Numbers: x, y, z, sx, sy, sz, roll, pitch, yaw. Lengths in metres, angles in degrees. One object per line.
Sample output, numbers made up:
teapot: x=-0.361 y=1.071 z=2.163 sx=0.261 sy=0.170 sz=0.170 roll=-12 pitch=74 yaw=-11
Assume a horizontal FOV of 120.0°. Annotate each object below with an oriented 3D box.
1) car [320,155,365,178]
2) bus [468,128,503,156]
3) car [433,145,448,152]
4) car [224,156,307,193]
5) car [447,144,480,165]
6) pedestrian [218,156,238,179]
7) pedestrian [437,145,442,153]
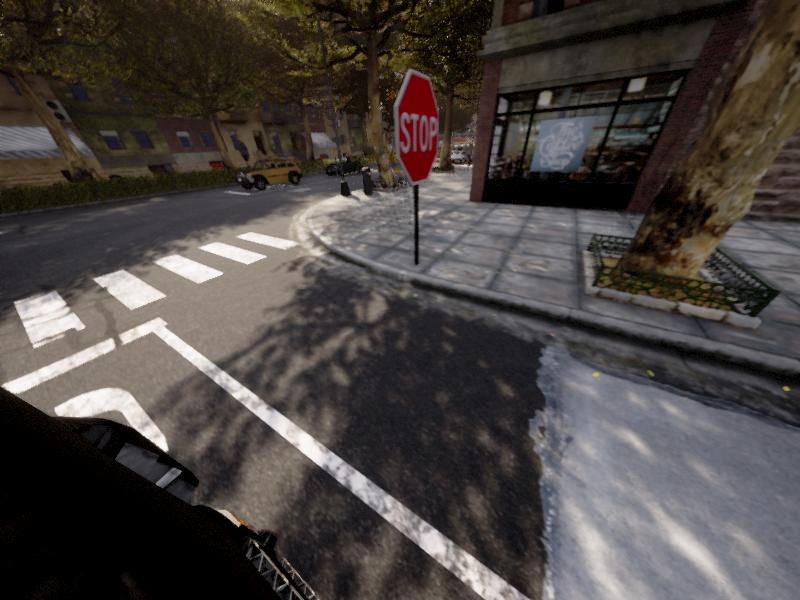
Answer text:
car: x=-5.455 y=-13.060 z=22.517 sx=1.851 sy=1.617 sz=3.988 roll=17 pitch=38 yaw=27
bus: x=17.805 y=-32.532 z=47.753 sx=3.944 sy=4.253 sz=10.273 roll=17 pitch=38 yaw=27
car: x=13.764 y=-51.625 z=78.916 sx=4.605 sy=1.855 sz=1.932 roll=17 pitch=38 yaw=27
car: x=-9.528 y=-9.307 z=16.916 sx=1.932 sy=1.855 sz=4.605 roll=16 pitch=38 yaw=26
car: x=8.479 y=-19.404 z=30.669 sx=2.435 sy=2.045 sz=5.566 roll=17 pitch=38 yaw=27
pedestrian: x=-17.071 y=-13.131 z=22.909 sx=0.751 sy=1.860 sz=0.751 roll=18 pitch=39 yaw=28
pedestrian: x=10.956 y=-41.908 z=64.193 sx=0.751 sy=1.860 sz=0.751 roll=-25 pitch=40 yaw=-30
